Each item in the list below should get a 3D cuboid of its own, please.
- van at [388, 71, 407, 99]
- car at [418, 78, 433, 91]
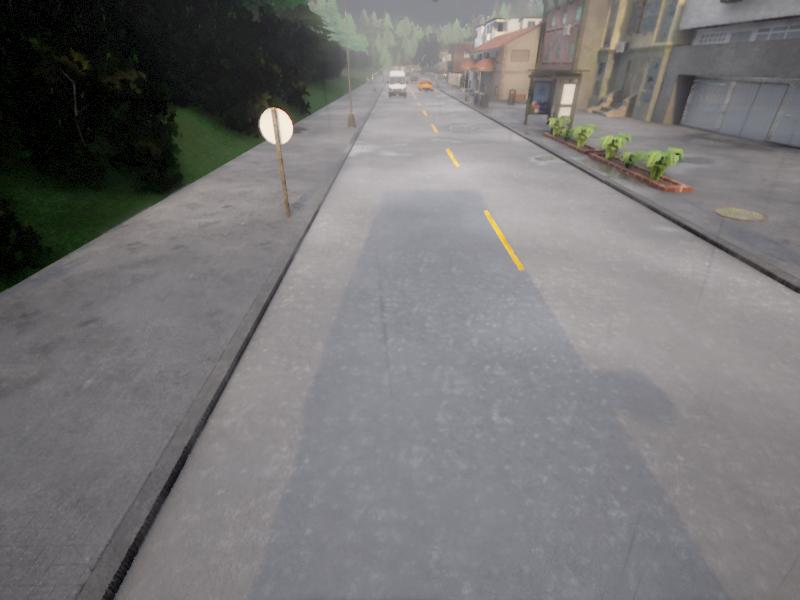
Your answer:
[{"bbox_3d":[-0.296,-23.743,44.039,1.988,2.561,5.915,0,30,0],"label":"van"},{"bbox_3d":[3.569,-30.730,56.968,1.882,1.535,5.008,0,30,0],"label":"car"}]
